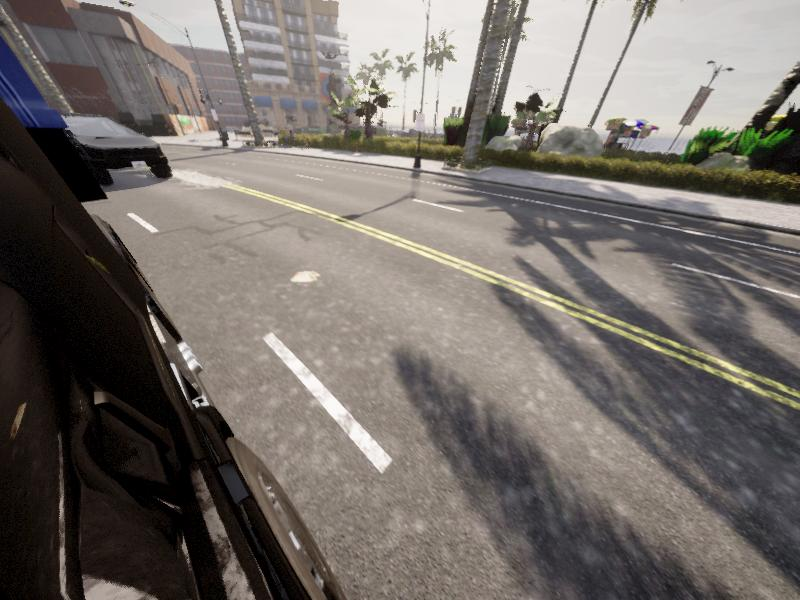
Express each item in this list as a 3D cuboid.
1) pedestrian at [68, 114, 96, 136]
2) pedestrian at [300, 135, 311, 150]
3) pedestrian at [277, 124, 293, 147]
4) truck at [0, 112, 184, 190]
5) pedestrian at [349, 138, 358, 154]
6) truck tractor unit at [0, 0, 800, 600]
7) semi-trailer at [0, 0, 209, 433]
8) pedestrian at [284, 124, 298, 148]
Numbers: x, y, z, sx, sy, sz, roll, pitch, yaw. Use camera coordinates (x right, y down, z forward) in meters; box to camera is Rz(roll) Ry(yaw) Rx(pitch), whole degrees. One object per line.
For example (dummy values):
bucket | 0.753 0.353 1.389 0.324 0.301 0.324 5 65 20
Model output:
pedestrian | -34.358 -18.875 24.973 0.751 1.860 0.751 -6 37 -11
pedestrian | -8.881 -14.804 21.730 0.500 1.100 0.500 21 41 23
pedestrian | -11.474 -16.365 23.025 0.751 1.860 0.751 22 41 24
truck | -12.719 -6.320 9.584 6.274 2.098 2.390 17 39 19
pedestrian | -4.052 -13.549 20.348 0.500 1.100 0.500 20 40 22
truck tractor unit | -2.645 -0.295 0.351 6.516 4.208 3.053 28 44 30
semi-trailer | -9.178 -3.218 3.701 14.254 4.402 2.717 22 41 24
pedestrian | -10.807 -16.266 22.935 0.751 1.860 0.751 -14 40 -21
